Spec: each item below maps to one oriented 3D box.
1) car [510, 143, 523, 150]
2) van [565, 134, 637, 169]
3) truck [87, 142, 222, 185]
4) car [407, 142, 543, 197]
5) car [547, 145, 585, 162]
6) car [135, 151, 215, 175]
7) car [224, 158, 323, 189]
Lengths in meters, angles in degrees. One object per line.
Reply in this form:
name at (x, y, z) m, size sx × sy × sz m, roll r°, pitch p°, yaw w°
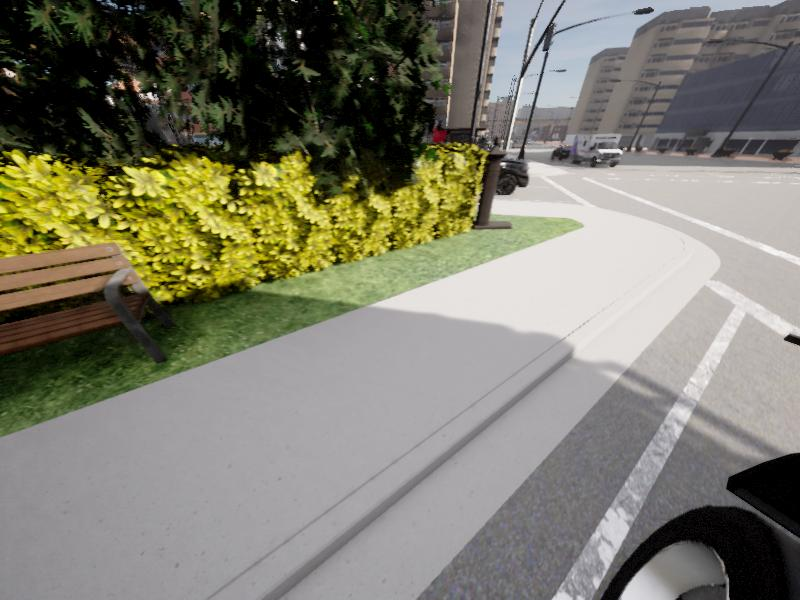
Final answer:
car at (35.017, -46.320, 69.568) m, size 2.242 × 1.667 × 4.611 m, roll 7°, pitch 36°, yaw 10°
van at (18.821, -14.373, 22.241) m, size 2.351 × 2.431 × 6.366 m, roll 7°, pitch 35°, yaw 10°
truck at (-15.457, -8.837, 14.810) m, size 6.274 × 2.098 × 2.390 m, roll 7°, pitch 36°, yaw 11°
car at (3.275, -6.416, 11.233) m, size 5.566 × 2.045 × 2.150 m, roll 7°, pitch 36°, yaw 11°
car at (20.505, -18.331, 28.804) m, size 2.128 × 1.511 × 4.902 m, roll 7°, pitch 35°, yaw 10°
car at (-17.774, -10.920, 18.362) m, size 4.674 × 1.442 × 1.812 m, roll 7°, pitch 36°, yaw 11°
car at (-7.210, -7.443, 13.446) m, size 4.718 × 1.301 × 1.895 m, roll 7°, pitch 36°, yaw 11°
